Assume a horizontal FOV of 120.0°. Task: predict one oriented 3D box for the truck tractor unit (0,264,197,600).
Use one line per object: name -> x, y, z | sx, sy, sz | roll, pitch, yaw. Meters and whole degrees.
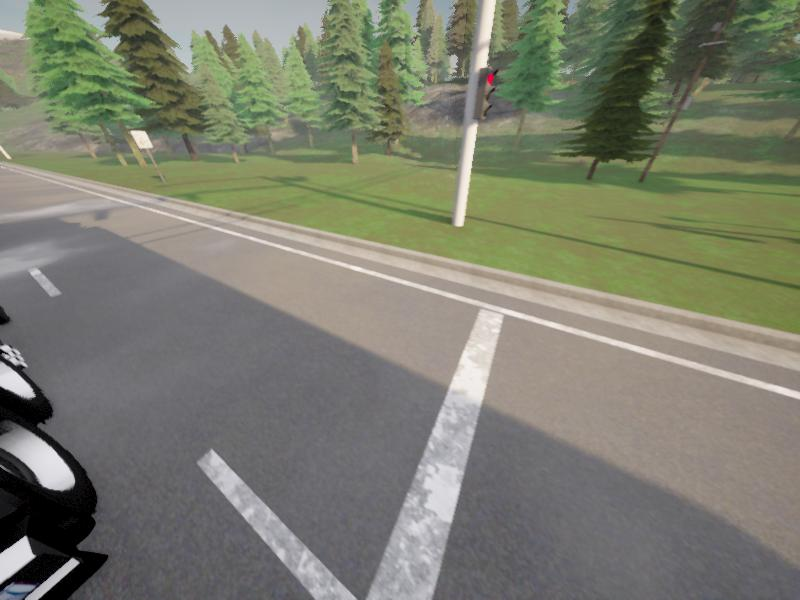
truck tractor unit -> -5.116, -0.296, 0.778 | 6.516, 4.208, 3.053 | 18, 39, 24
